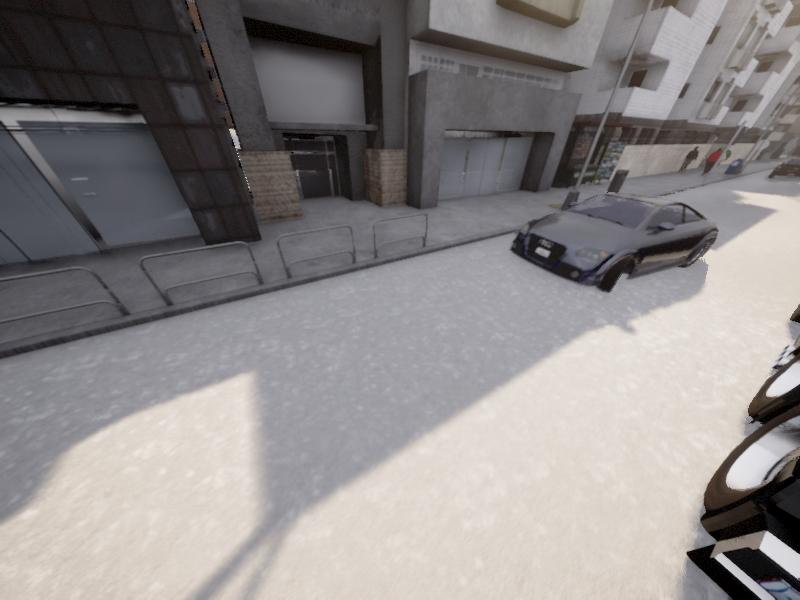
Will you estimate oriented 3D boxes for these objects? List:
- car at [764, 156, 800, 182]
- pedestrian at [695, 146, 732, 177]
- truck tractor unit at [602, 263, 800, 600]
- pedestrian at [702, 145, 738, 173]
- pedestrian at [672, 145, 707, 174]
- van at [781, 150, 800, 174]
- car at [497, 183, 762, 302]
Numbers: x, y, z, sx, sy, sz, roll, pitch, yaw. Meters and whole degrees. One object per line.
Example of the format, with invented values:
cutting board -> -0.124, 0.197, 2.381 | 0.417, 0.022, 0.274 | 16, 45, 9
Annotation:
car -> 29.294, -9.643, 16.905 | 4.718, 1.301, 1.895 | -18, 39, -24
pedestrian -> 22.701, -10.082, 16.771 | 0.751, 1.860, 0.751 | -21, 40, -28
truck tractor unit -> 5.112, -0.298, 0.790 | 6.516, 4.208, 3.053 | -18, 39, -24
pedestrian -> 25.674, -11.304, 18.545 | 0.751, 1.860, 0.751 | -16, 38, -22
pedestrian -> 22.172, -10.762, 17.743 | 0.751, 1.860, 0.751 | -16, 38, -22
van -> 35.425, -11.949, 19.606 | 4.480, 2.038, 2.069 | -18, 39, -24
car -> 4.617, -1.485, 4.962 | 4.181, 1.385, 1.994 | -12, 37, -17
